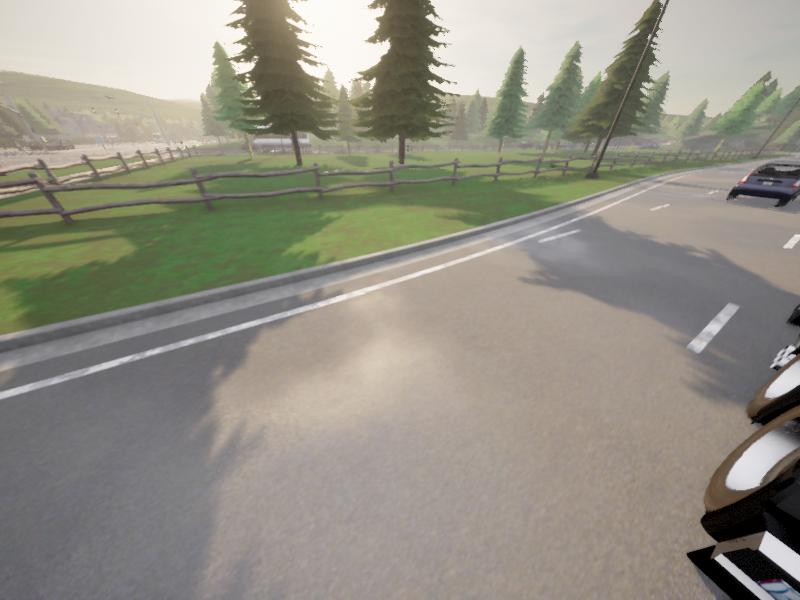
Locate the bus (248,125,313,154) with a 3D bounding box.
[{"bbox_3d":[-23.117,-31.388,45.240,10.273,4.253,3.944,-18,39,-24],"label":"bus"}]

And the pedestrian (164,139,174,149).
[{"bbox_3d":[-51.846,-35.028,51.941,0.751,1.860,0.751,-13,37,-18],"label":"pedestrian"}]

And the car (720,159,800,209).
[{"bbox_3d":[17.582,-5.564,10.813,3.988,1.617,1.851,-18,39,-24],"label":"car"}]

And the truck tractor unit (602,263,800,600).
[{"bbox_3d":[5.110,-0.298,0.796,6.516,4.208,3.053,-18,39,-24],"label":"truck tractor unit"}]

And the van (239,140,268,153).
[{"bbox_3d":[-29.355,-30.833,46.361,4.442,1.987,1.775,-18,39,-24],"label":"van"}]
